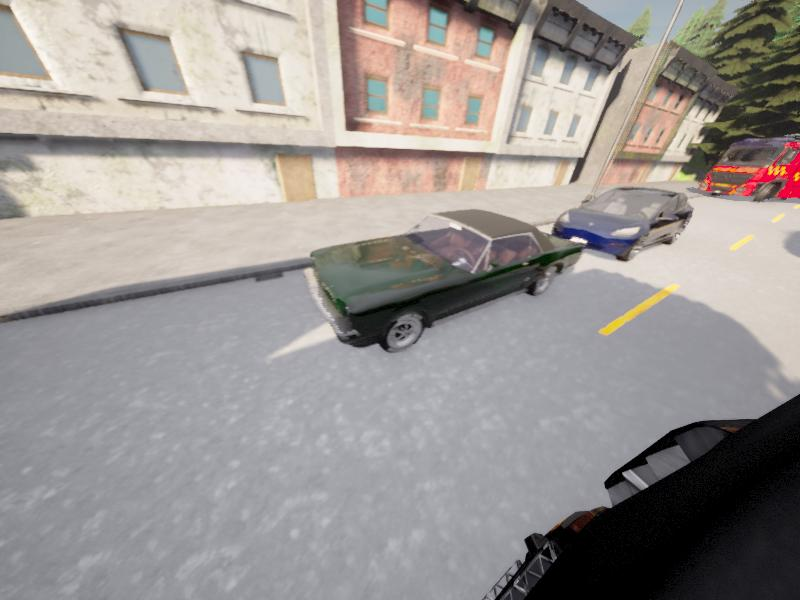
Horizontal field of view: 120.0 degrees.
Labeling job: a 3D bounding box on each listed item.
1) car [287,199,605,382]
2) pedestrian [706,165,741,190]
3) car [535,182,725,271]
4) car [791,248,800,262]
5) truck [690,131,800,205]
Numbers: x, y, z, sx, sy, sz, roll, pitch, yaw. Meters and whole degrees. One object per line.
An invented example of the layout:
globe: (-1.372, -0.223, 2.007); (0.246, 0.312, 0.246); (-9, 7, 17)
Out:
car: (0.942, -0.702, 3.896); (4.718, 1.301, 1.895); (-16, 38, -26)
pedestrian: (29.081, -11.052, 20.802); (0.751, 1.860, 0.751); (13, 35, 14)
car: (6.665, -2.424, 6.742); (4.792, 1.488, 2.163); (-16, 38, -26)
car: (13.753, -1.859, 6.498); (5.357, 1.411, 2.033); (-16, 38, -26)
truck: (26.445, -8.780, 15.648); (8.468, 3.827, 2.891); (0, 33, -4)
